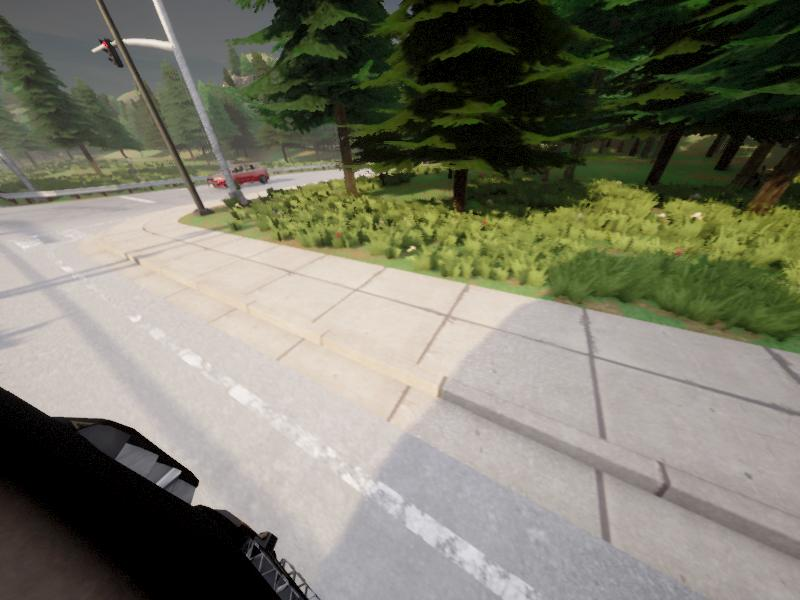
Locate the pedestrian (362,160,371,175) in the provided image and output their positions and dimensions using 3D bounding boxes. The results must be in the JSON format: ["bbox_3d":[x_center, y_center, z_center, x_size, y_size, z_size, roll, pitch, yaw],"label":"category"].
[{"bbox_3d":[-3.064,-12.211,21.289,0.500,1.100,0.500,17,39,28],"label":"pedestrian"}]

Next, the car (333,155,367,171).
[{"bbox_3d":[-6.355,-17.648,29.739,1.816,1.474,4.193,15,37,25],"label":"car"}]

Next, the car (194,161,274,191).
[{"bbox_3d":[-13.380,-10.320,19.044,2.242,1.667,4.611,15,37,25],"label":"car"}]
